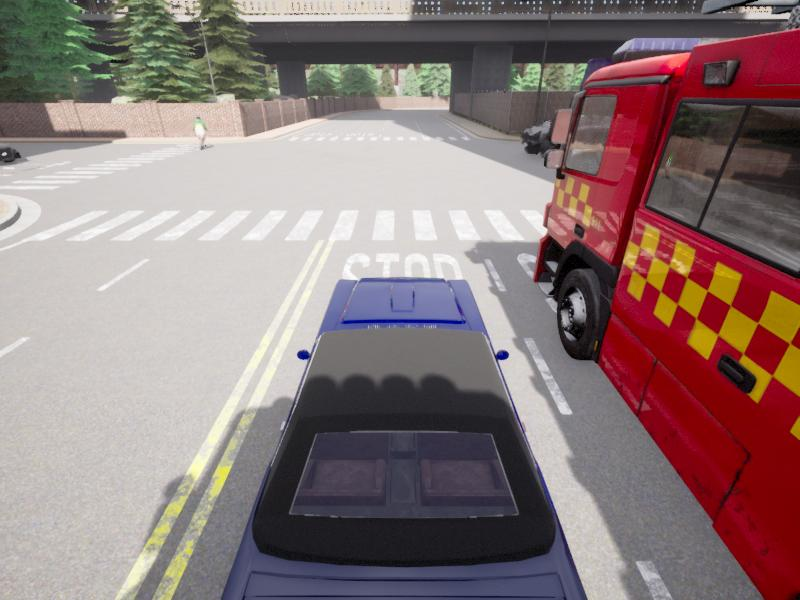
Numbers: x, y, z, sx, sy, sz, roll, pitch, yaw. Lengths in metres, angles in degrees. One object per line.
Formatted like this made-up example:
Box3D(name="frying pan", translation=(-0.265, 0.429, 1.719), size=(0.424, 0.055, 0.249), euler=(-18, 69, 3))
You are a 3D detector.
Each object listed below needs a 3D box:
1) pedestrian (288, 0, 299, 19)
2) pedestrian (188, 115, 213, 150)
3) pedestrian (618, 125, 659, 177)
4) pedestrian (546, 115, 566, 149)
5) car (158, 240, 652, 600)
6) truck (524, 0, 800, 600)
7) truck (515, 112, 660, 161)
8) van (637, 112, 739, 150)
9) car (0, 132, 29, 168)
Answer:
Box3D(name="pedestrian", translation=(-10.952, -30.036, 41.000), size=(0.751, 1.860, 0.751), euler=(0, 27, 0))
Box3D(name="pedestrian", translation=(-11.875, -9.979, 23.846), size=(0.751, 1.860, 0.751), euler=(1, 27, 1))
Box3D(name="pedestrian", translation=(9.554, -5.991, 16.080), size=(0.751, 1.860, 0.751), euler=(1, 27, 1))
Box3D(name="pedestrian", translation=(9.550, -10.324, 24.523), size=(0.751, 1.860, 0.751), euler=(6, 28, 12))
Box3D(name="car", translation=(0.026, 0.860, 3.527), size=(1.895, 1.301, 4.718), euler=(0, 27, 0))
Box3D(name="truck", translation=(3.528, 0.165, 2.115), size=(2.891, 3.827, 8.468), euler=(0, 27, 0))
Box3D(name="truck", translation=(9.678, -8.687, 21.149), size=(6.274, 2.098, 2.390), euler=(-3, 27, -5))
Box3D(name="van", translation=(17.553, -10.400, 24.580), size=(4.442, 1.987, 1.775), euler=(0, 27, 0))
Box3D(name="car", translation=(-20.351, -6.924, 18.486), size=(4.181, 1.385, 1.994), euler=(-1, 27, -1))
